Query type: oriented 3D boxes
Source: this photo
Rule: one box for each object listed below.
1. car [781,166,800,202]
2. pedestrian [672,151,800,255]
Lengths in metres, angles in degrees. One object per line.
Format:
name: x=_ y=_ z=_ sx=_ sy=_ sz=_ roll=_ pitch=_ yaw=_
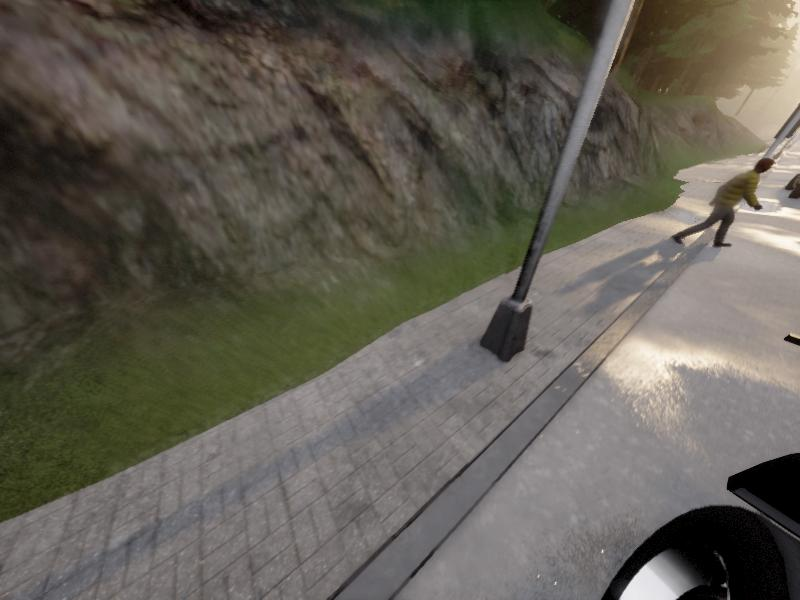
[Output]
car: x=18.686 y=-5.170 z=9.629 sx=4.611 sy=1.667 sz=2.242 roll=-25 pitch=42 yaw=-30
pedestrian: x=6.996 y=-2.026 z=4.883 sx=0.751 sy=1.860 sz=0.751 roll=21 pitch=40 yaw=27
